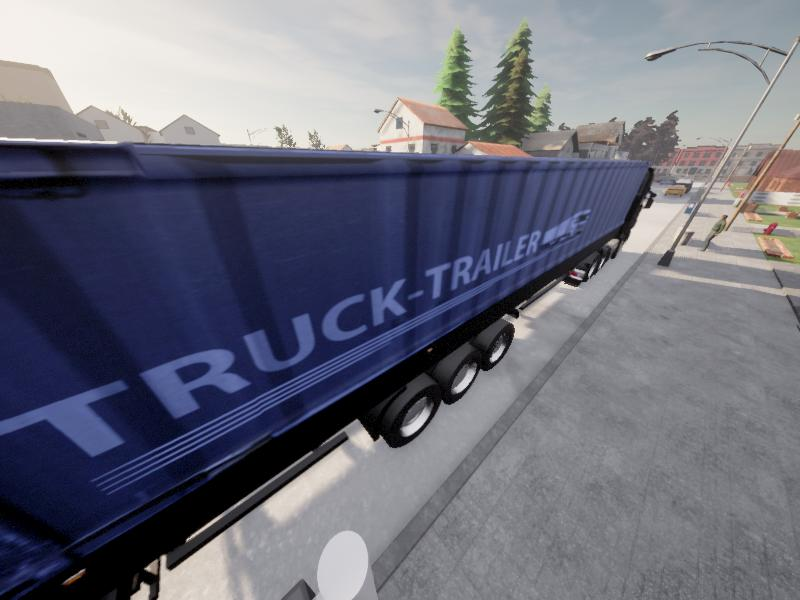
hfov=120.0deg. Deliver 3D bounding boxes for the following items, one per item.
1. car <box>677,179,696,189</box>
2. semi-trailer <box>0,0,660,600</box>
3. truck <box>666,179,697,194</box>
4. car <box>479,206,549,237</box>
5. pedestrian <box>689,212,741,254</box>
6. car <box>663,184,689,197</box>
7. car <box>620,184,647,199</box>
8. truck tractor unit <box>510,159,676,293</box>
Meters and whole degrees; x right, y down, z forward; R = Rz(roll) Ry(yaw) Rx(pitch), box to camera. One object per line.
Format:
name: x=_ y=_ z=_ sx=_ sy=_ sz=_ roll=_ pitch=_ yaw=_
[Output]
car: x=60.421 y=-24.417 z=48.690 sx=3.988 sy=1.617 sz=1.851 roll=-22 pitch=37 yaw=-33
semi-trailer: x=2.395 y=-1.272 z=5.789 sx=14.254 sy=4.402 sz=2.717 roll=-23 pitch=37 yaw=-34
truck: x=49.349 y=-19.950 z=40.461 sx=6.274 sy=2.098 sz=2.390 roll=-23 pitch=37 yaw=-34
car: x=8.001 y=-5.613 z=16.358 sx=4.181 sy=1.385 sz=1.994 roll=-14 pitch=33 yaw=-23
pedestrian: x=16.017 y=-3.428 z=11.827 sx=0.751 sy=1.860 sz=0.751 roll=20 pitch=35 yaw=30
car: x=43.629 y=-17.307 z=36.445 sx=5.008 sy=1.535 sz=1.882 roll=-23 pitch=37 yaw=-34
car: x=35.186 y=-16.410 z=34.821 sx=3.988 sy=1.617 sz=1.851 roll=-23 pitch=37 yaw=-34
truck tractor unit: x=8.456 y=-3.729 z=10.242 sx=6.516 sy=4.208 sz=3.053 roll=-23 pitch=37 yaw=-34
